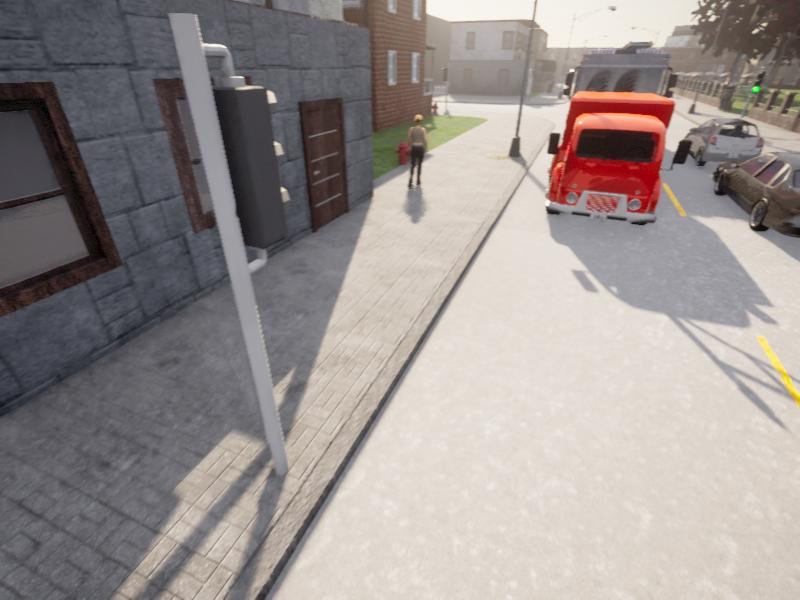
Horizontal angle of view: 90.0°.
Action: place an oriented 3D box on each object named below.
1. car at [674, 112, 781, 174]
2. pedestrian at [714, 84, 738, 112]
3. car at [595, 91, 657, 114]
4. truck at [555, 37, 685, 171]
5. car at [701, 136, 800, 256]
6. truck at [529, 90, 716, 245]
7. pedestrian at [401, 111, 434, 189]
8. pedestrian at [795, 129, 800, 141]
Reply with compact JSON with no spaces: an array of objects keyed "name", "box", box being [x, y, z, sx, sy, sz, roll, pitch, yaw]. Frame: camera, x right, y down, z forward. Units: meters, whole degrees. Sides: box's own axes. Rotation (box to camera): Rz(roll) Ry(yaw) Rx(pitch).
[{"name":"car","box":[11.743,-5.866,14.681,1.845,1.501,3.633,11,32,18]},{"name":"pedestrian","box":[25.261,-15.686,31.068,0.751,1.860,0.751,12,32,19]},{"name":"car","box":[17.922,-15.699,31.728,4.181,1.385,1.994,-14,34,-24]},{"name":"truck","box":[8.718,-8.320,16.560,2.891,3.827,8.468,13,32,20]},{"name":"car","box":[8.981,-2.588,9.175,2.033,1.411,5.357,12,32,19]},{"name":"truck","box":[5.048,-3.619,9.818,2.627,2.467,5.204,12,32,19]},{"name":"pedestrian","box":[0.466,-4.081,10.890,0.751,1.860,0.751,6,31,9]},{"name":"pedestrian","box":[19.144,-8.253,18.281,0.751,1.860,0.751,12,32,19]}]
